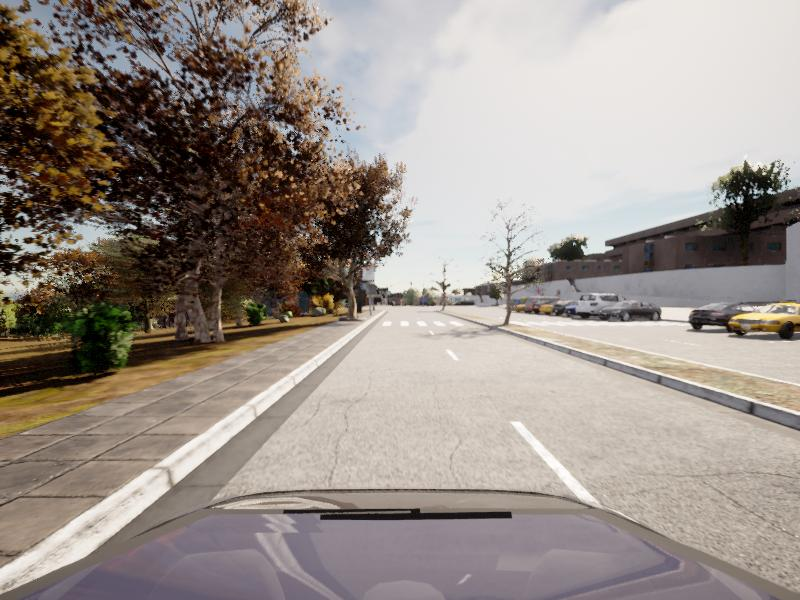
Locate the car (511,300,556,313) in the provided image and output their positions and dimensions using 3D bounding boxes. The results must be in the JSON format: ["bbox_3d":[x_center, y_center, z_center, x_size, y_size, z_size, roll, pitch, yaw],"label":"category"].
[{"bbox_3d":[16.733,0.823,50.113,5.366,1.575,1.946,1,0,-20],"label":"car"}]

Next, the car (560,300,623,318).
[{"bbox_3d":[16.902,0.787,35.265,5.008,1.535,2.097,1,0,-20],"label":"car"}]

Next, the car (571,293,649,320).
[{"bbox_3d":[16.924,0.531,32.301,5.566,2.045,2.435,1,0,-20],"label":"car"}]

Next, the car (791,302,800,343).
[{"bbox_3d":[16.909,0.839,14.406,4.792,1.488,2.163,1,0,-20],"label":"car"}]

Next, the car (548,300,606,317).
[{"bbox_3d":[16.892,0.794,38.251,4.892,1.521,2.231,1,0,-20],"label":"car"}]

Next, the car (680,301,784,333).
[{"bbox_3d":[16.882,0.831,20.359,4.674,1.452,2.002,1,0,-20],"label":"car"}]

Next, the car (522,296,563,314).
[{"bbox_3d":[16.798,0.592,47.155,4.442,1.987,1.878,1,0,-20],"label":"car"}]

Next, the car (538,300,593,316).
[{"bbox_3d":[17.074,0.800,41.298,5.366,1.575,1.946,1,0,-20],"label":"car"}]

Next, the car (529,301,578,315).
[{"bbox_3d":[16.928,0.840,44.228,4.792,1.488,2.163,1,0,-20],"label":"car"}]

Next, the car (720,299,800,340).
[{"bbox_3d":[16.712,0.793,17.310,5.366,1.575,1.946,1,0,-20],"label":"car"}]

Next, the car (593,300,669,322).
[{"bbox_3d":[16.902,0.783,29.299,4.892,1.521,2.231,1,0,-20],"label":"car"}]
